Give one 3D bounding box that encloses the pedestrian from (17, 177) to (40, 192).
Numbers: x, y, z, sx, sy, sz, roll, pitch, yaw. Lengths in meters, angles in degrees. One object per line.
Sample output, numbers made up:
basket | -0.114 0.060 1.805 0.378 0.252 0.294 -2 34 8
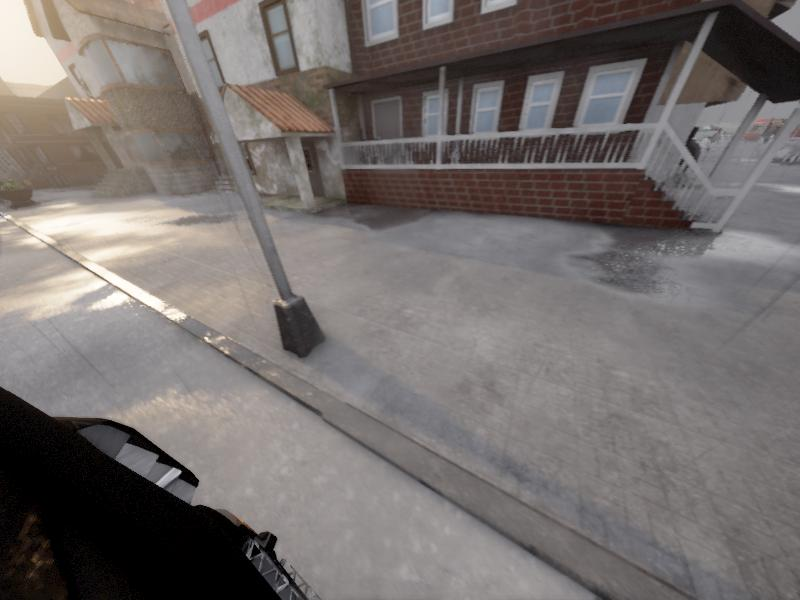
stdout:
pedestrian | -33.300 -10.367 20.724 0.500 1.100 0.500 11 36 19
